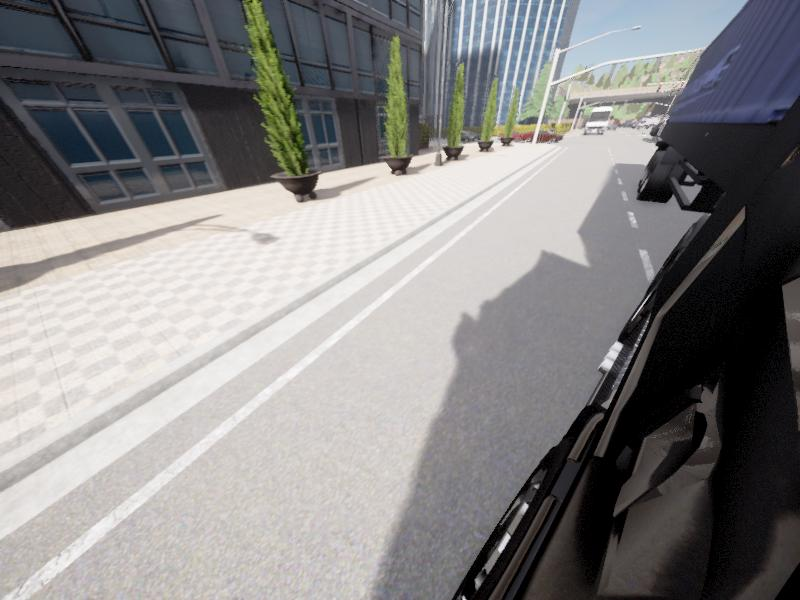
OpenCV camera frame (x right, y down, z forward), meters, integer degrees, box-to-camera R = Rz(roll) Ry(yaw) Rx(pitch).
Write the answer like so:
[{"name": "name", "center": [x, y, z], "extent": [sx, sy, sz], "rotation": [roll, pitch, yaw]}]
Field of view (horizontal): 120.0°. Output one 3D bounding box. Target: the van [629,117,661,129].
[{"name": "van", "center": [72.823, -52.551, 68.670], "extent": [5.915, 2.561, 1.988], "rotation": [3, 37, 7]}]

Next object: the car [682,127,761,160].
[{"name": "car", "center": [20.812, -10.343, 15.201], "extent": [1.789, 1.549, 3.705], "rotation": [21, 42, 28]}]

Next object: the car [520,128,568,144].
[{"name": "car", "center": [19.441, -22.278, 31.413], "extent": [1.882, 1.535, 5.008], "rotation": [-31, 45, -34]}]

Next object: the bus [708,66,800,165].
[{"name": "bus", "center": [24.337, -11.060, 13.717], "extent": [3.944, 4.253, 10.273], "rotation": [21, 42, 28]}]

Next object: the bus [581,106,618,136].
[{"name": "bus", "center": [39.664, -35.634, 46.131], "extent": [3.944, 4.253, 10.273], "rotation": [21, 42, 28]}]

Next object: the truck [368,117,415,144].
[{"name": "truck", "center": [-1.639, -31.665, 43.266], "extent": [8.468, 3.827, 2.891], "rotation": [21, 42, 28]}]

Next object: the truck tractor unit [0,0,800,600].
[{"name": "truck tractor unit", "center": [2.645, -0.295, 0.351], "extent": [6.516, 4.208, 3.053], "rotation": [-28, 44, -30]}]

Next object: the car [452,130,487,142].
[{"name": "car", "center": [11.866, -28.220, 39.746], "extent": [5.238, 1.638, 1.930], "rotation": [21, 42, 28]}]

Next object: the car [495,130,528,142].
[{"name": "car", "center": [17.673, -25.997, 36.672], "extent": [4.181, 1.385, 1.994], "rotation": [20, 42, 27]}]

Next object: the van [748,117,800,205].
[{"name": "van", "center": [12.896, -3.604, 5.769], "extent": [2.351, 2.431, 6.366], "rotation": [21, 42, 28]}]

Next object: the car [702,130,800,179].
[{"name": "car", "center": [17.191, -7.079, 11.013], "extent": [2.128, 1.511, 4.902], "rotation": [21, 42, 28]}]

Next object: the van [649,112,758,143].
[{"name": "van", "center": [32.114, -18.531, 24.945], "extent": [6.366, 2.431, 2.351], "rotation": [20, 42, 27]}]

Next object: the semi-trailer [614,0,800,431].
[{"name": "semi-trailer", "center": [7.936, -4.009, 4.890], "extent": [2.717, 4.402, 14.254], "rotation": [25, 45, 31]}]

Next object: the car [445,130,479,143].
[{"name": "car", "center": [10.012, -26.418, 37.380], "extent": [4.611, 1.667, 2.242], "rotation": [21, 42, 28]}]
